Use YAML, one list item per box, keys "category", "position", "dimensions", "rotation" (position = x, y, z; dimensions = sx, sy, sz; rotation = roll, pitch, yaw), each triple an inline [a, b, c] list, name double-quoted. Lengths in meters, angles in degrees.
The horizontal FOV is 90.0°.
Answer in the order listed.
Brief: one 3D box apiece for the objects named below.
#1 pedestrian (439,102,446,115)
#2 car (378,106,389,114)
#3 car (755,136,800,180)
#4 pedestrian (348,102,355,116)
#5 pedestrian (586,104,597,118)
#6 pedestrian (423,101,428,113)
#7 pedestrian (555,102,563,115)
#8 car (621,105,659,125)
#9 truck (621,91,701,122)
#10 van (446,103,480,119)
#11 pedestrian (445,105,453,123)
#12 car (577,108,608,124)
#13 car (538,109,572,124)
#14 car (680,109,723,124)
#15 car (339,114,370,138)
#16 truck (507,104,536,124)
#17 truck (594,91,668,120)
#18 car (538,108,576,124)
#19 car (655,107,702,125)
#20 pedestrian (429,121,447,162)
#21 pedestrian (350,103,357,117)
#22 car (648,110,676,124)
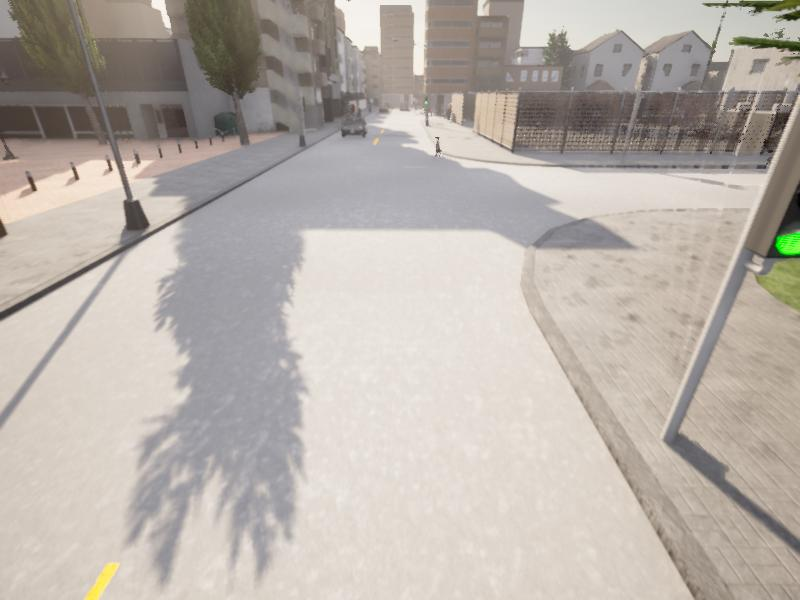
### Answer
- category: "pedestrian"
  position: [6.909, -30.904, 64.605]
  dimensions: [0.751, 1.860, 0.751]
  rotation: [21, 34, 35]
- category: "car"
  position: [-3.174, -37.453, 78.726]
  dimensions: [1.895, 1.301, 4.718]
  rotation: [0, 27, 0]
- category: "car"
  position: [18.291, -5.960, 16.702]
  dimensions: [4.892, 1.490, 1.837]
  rotation: [0, 27, 0]
- category: "pedestrian"
  position: [-7.473, -29.328, 61.494]
  dimensions: [0.751, 1.860, 0.751]
  rotation: [4, 27, 7]
- category: "pedestrian"
  position: [27.889, -27.522, 58.341]
  dimensions: [0.751, 1.860, 0.751]
  rotation: [-5, 28, -10]
- category: "pedestrian"
  position: [4.608, -35.076, 72.733]
  dimensions: [0.751, 1.860, 0.751]
  rotation: [-3, 27, -6]
- category: "pedestrian"
  position: [26.128, -31.381, 65.632]
  dimensions: [0.751, 1.860, 0.751]
  rotation: [0, 27, 0]
- category: "car"
  position: [28.147, -21.772, 47.014]
  dimensions: [1.905, 1.878, 3.866]
  rotation: [0, 27, 0]
- category: "truck"
  position: [36.532, -27.328, 56.371]
  dimensions: [8.468, 3.827, 2.891]
  rotation: [0, 27, 0]
- category: "van"
  position: [8.892, -26.900, 56.901]
  dimensions: [4.480, 2.038, 2.069]
  rotation: [1, 27, 1]
- category: "pedestrian"
  position: [5.799, -21.981, 47.220]
  dimensions: [0.751, 1.860, 0.751]
  rotation: [1, 27, 2]
- category: "car"
  position: [23.039, -22.076, 47.960]
  dimensions: [1.845, 1.501, 3.633]
  rotation: [0, 27, 0]
- category: "car"
  position: [18.356, -21.862, 47.659]
  dimensions: [2.033, 1.415, 5.357]
  rotation: [0, 27, 0]
- category: "car"
  position: [35.614, -21.792, 47.463]
  dimensions: [1.816, 1.474, 4.193]
  rotation: [0, 27, 0]
- category: "car"
  position: [-3.690, -14.356, 32.954]
  dimensions: [2.007, 1.525, 4.514]
  rotation: [0, 27, 0]
- category: "truck"
  position: [14.398, -22.240, 47.696]
  dimensions: [2.069, 2.038, 4.478]
  rotation: [0, 27, 0]
- category: "truck"
  position: [34.421, -29.173, 59.959]
  dimensions: [8.468, 3.827, 2.891]
  rotation: [0, 27, 0]
- category: "car"
  position: [18.582, -21.852, 47.483]
  dimensions: [3.705, 1.547, 1.789]
  rotation: [0, 27, 0]
- category: "car"
  position: [32.436, -21.536, 46.802]
  dimensions: [2.242, 1.667, 4.611]
  rotation: [0, 27, 0]
- category: "pedestrian"
  position: [1.911, -8.007, 20.174]
  dimensions: [0.751, 1.860, 0.751]
  rotation: [0, 27, -1]
- category: "pedestrian"
  position: [-6.876, -28.260, 59.414]
  dimensions: [0.751, 1.860, 0.751]
  rotation: [2, 27, 4]
- category: "car"
  position: [30.300, -21.178, 46.323]
  dimensions: [1.481, 1.379, 2.207]
  rotation: [0, 27, 0]
